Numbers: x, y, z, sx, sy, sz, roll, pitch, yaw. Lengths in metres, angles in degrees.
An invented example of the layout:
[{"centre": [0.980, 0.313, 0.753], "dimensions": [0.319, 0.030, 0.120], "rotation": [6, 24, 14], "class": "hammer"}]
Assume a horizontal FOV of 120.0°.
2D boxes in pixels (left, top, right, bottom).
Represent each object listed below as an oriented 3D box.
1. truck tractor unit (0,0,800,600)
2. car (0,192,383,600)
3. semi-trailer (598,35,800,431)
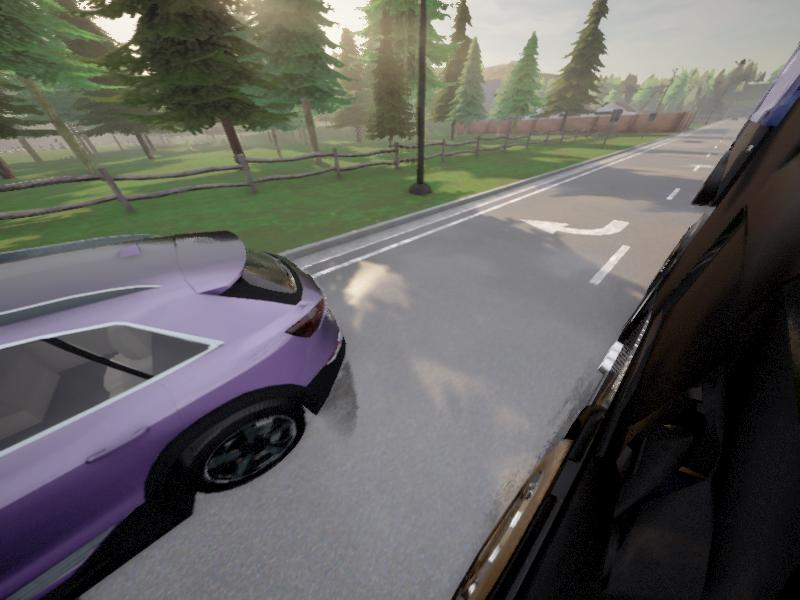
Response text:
[{"centre": [2.645, -0.295, 0.351], "dimensions": [6.516, 4.208, 3.053], "rotation": [-28, 44, -30], "class": "truck tractor unit"}, {"centre": [-2.703, 0.862, 1.266], "dimensions": [4.856, 1.649, 2.033], "rotation": [-28, 44, -30], "class": "car"}, {"centre": [8.660, -3.611, 4.292], "dimensions": [14.254, 4.402, 2.717], "rotation": [-28, 44, -30], "class": "semi-trailer"}]
